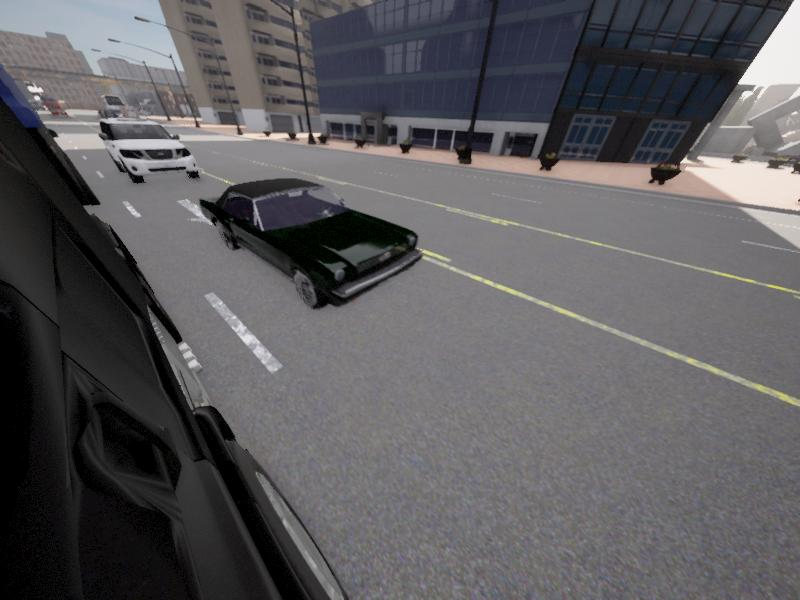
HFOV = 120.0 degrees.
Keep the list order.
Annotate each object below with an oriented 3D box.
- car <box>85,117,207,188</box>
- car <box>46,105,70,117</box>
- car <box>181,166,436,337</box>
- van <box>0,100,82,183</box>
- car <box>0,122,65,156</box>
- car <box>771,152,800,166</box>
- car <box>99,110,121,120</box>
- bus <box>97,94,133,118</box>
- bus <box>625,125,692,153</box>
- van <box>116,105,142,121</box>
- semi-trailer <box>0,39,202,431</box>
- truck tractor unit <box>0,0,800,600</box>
[{"bbox_3d":[-11.115,-6.612,10.083,5.566,2.045,2.150,28,44,30],"label":"car"},{"bbox_3d":[-73.783,-40.744,49.826,4.611,1.667,2.242,29,44,28],"label":"car"},{"bbox_3d":[-1.908,-1.424,4.346,4.718,1.301,1.895,28,44,30],"label":"car"},{"bbox_3d":[-16.534,-6.907,9.826,6.366,2.431,2.351,28,43,29],"label":"van"},{"bbox_3d":[-23.670,-10.299,14.681,4.902,1.511,2.128,28,44,30],"label":"car"},{"bbox_3d":[58.063,-19.924,32.903,5.357,1.411,2.033,32,46,32],"label":"car"},{"bbox_3d":[-63.915,-40.761,50.906,4.902,1.511,2.128,29,44,28],"label":"car"},{"bbox_3d":[-73.307,-49.855,59.398,10.273,4.253,3.944,33,46,32],"label":"bus"},{"bbox_3d":[53.131,-33.735,48.240,3.944,4.253,10.273,11,38,10],"label":"bus"},{"bbox_3d":[-62.857,-43.385,53.556,6.366,2.431,2.351,29,44,28],"label":"van"},{"bbox_3d":[-8.736,-3.578,4.192,14.254,4.402,2.717,28,43,29],"label":"semi-trailer"},{"bbox_3d":[-2.645,-0.295,0.351,6.516,4.208,3.053,28,44,30],"label":"truck tractor unit"}]
